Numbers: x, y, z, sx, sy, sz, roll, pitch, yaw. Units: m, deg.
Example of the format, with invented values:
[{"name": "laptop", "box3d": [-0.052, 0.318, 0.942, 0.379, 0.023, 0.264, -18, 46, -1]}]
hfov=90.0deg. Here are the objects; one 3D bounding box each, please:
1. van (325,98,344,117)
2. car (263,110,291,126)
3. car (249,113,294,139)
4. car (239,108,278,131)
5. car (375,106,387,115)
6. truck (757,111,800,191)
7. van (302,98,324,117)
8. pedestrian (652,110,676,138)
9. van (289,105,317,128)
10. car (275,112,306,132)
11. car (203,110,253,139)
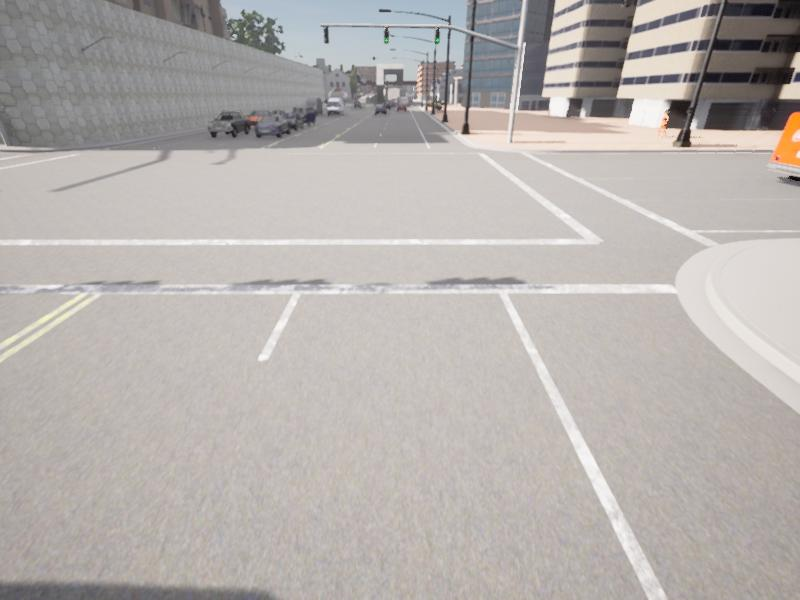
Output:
[{"name": "van", "box3d": [-10.219, -30.382, 62.959, 1.988, 2.561, 5.915, 0, 27, 0]}, {"name": "car", "box3d": [-13.803, -20.597, 45.141, 1.816, 1.474, 4.193, 0, 27, 0]}, {"name": "car", "box3d": [-10.367, -14.347, 32.801, 2.033, 1.649, 4.856, 0, 27, 0]}, {"name": "car", "box3d": [-13.833, -17.861, 39.468, 2.097, 1.767, 4.553, 0, 27, 0]}, {"name": "car", "box3d": [-3.189, -32.378, 68.213, 1.895, 1.301, 4.718, 0, 27, 0]}, {"name": "truck", "box3d": [16.618, -5.199, 13.976, 5.204, 2.467, 2.627, 0, 27, 0]}, {"name": "van", "box3d": [-13.716, -30.683, 63.558, 1.988, 2.561, 5.915, 0, 27, 0]}, {"name": "pedestrian", "box3d": [19.341, -12.878, 29.309, 0.751, 1.860, 0.751, -3, 27, -6]}, {"name": "van", "box3d": [-10.314, -19.750, 42.917, 1.775, 1.987, 4.442, 0, 27, 0]}, {"name": "car", "box3d": [-10.343, -16.954, 37.979, 1.845, 1.501, 3.633, 0, 27, 0]}, {"name": "car", "box3d": [-13.868, -14.374, 32.591, 1.932, 1.855, 4.605, 0, 27, 0]}]
